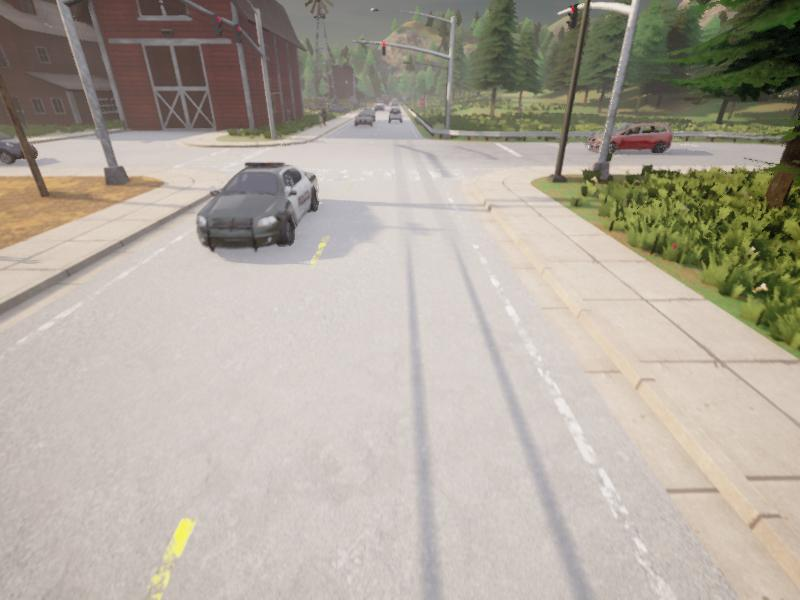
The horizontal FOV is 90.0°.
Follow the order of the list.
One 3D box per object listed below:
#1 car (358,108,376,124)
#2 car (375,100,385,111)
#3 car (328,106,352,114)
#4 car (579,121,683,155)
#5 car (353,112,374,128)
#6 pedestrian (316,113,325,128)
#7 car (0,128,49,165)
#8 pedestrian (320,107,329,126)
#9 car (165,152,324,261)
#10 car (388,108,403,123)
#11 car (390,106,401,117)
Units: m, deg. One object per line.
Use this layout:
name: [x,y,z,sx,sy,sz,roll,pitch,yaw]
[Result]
car: [-4.111,-23.651,51.269,1.930,1.638,5.238,0,27,-1]
car: [-4.729,-46.618,95.863,2.150,2.045,5.566,0,28,-1]
car: [-11.429,-36.232,76.225,4.181,1.385,1.994,-1,27,-2]
car: [13.618,-9.708,23.873,4.611,1.667,2.242,-1,27,-1]
car: [-4.021,-20.189,44.779,1.994,1.385,4.181,0,27,-1]
pedestrian: [-8.047,-18.220,40.588,0.751,1.300,0.751,0,27,-1]
car: [-20.281,-7.628,19.842,3.633,1.501,1.845,-1,27,-2]
pedestrian: [-7.971,-19.394,42.276,0.751,1.860,0.751,-3,27,-6]
car: [-3.430,-2.619,10.138,2.038,1.542,4.974,0,27,0]
car: [-0.632,-24.540,53.060,1.851,1.617,3.988,0,27,-1]
car: [-0.839,-31.982,67.838,1.812,1.442,4.674,0,27,-1]
